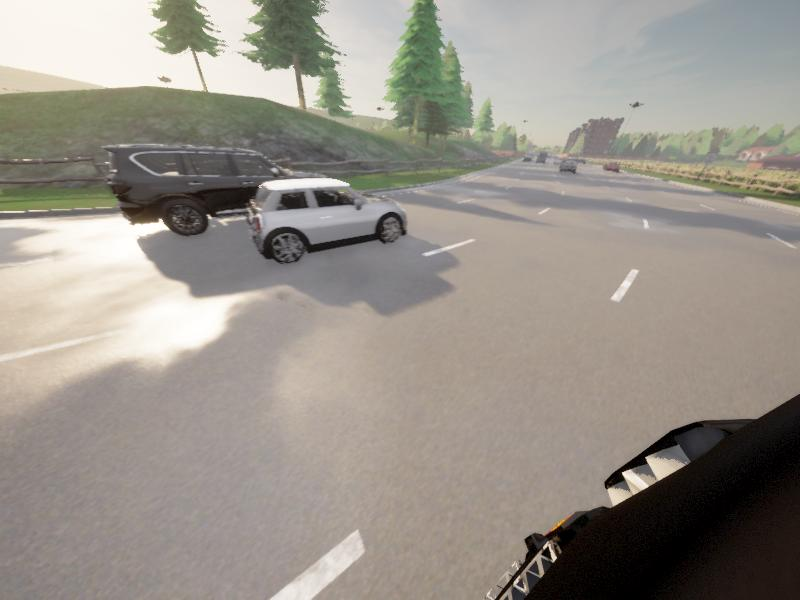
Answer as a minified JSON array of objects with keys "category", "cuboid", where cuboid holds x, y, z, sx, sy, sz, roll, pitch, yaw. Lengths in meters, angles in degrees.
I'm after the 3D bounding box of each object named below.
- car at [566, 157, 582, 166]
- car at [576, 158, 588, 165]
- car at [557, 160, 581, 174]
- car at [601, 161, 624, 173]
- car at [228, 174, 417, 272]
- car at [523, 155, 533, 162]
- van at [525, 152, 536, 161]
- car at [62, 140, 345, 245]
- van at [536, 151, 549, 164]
[{"category":"car","cuboid":[42.217,-33.624,56.155,2.242,1.667,4.611,18,36,22]},{"category":"car","cuboid":[52.679,-40.273,66.917,1.837,1.490,4.892,17,36,21]},{"category":"car","cuboid":[24.238,-19.174,33.266,2.033,1.411,5.357,18,36,22]},{"category":"car","cuboid":[35.252,-22.228,38.473,1.845,1.501,3.633,18,36,22]},{"category":"car","cuboid":[-1.727,-2.201,5.843,3.806,1.475,1.970,-20,40,-30]},{"category":"car","cuboid":[37.007,-40.851,66.659,1.930,1.638,5.238,18,36,22]},{"category":"van","cuboid":[43.937,-48.416,77.829,2.351,2.431,6.366,17,36,21]},{"category":"car","cuboid":[-4.824,-3.482,7.066,5.566,2.045,2.150,-19,40,-29]},{"category":"van","cuboid":[37.965,-38.020,61.584,1.988,2.561,5.915,18,36,22]}]
